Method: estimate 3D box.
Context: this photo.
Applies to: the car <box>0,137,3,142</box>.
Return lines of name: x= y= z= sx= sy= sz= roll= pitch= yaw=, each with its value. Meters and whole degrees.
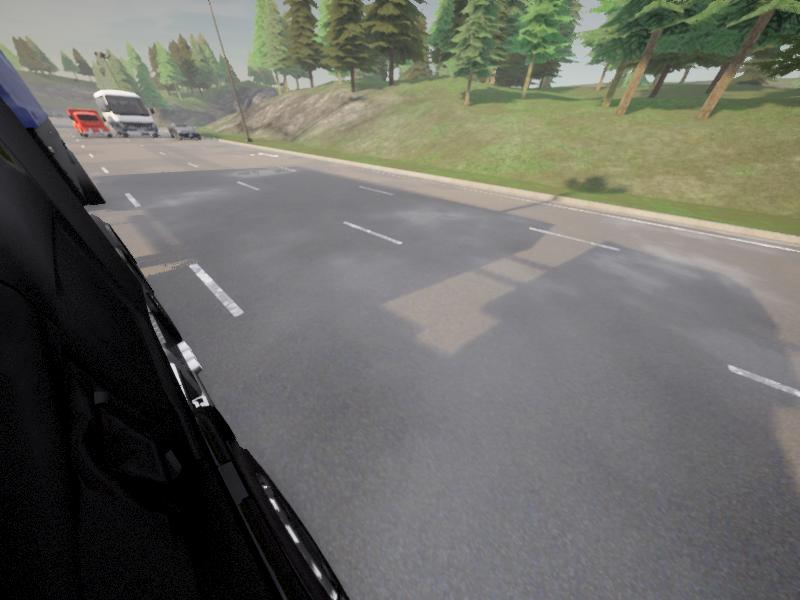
car: x=-33.299 y=-13.117 z=17.725 sx=4.856 sy=1.649 sz=2.033 roll=28 pitch=44 yaw=30

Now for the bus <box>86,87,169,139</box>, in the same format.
bus: x=-33.001 y=-22.386 z=27.950 sx=10.273 sy=4.253 sz=3.944 roll=28 pitch=44 yaw=30

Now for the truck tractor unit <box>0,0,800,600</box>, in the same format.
truck tractor unit: x=-2.645 y=-0.295 z=0.351 sx=6.516 sy=4.208 sz=3.053 roll=28 pitch=44 yaw=30

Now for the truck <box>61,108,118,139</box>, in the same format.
truck: x=-33.817 y=-19.247 z=25.193 sx=5.204 sy=2.467 sz=2.627 roll=28 pitch=44 yaw=30

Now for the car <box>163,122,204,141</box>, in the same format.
car: x=-25.909 y=-20.149 z=27.602 sx=5.027 sy=1.651 sz=2.152 roll=29 pitch=44 yaw=30

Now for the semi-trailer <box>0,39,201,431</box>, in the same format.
semi-trailer: x=-8.676 y=-3.620 z=4.251 sx=14.254 sy=4.402 sz=2.717 roll=28 pitch=44 yaw=30
